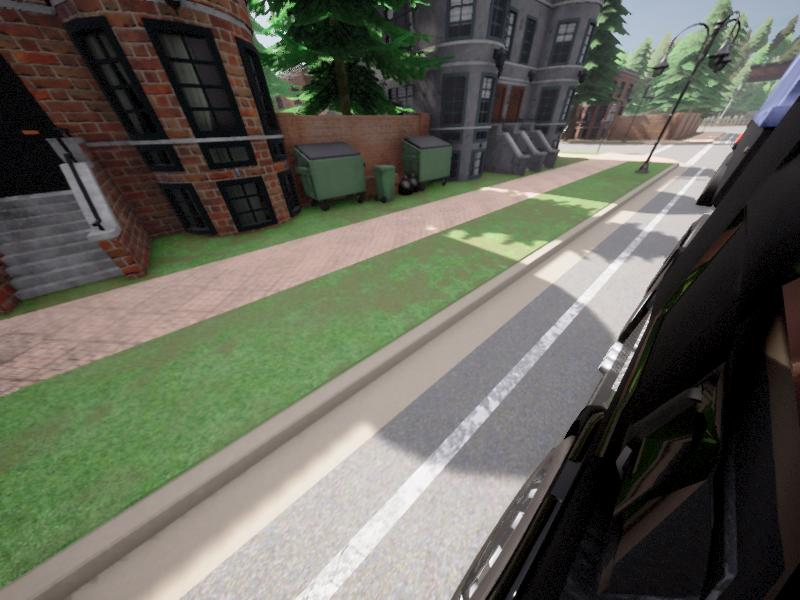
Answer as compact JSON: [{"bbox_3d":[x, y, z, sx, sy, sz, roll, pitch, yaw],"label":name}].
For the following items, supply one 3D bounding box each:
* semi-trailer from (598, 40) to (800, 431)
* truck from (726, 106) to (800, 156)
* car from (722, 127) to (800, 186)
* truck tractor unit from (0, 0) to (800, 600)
[{"bbox_3d":[8.698,-3.584,4.258,14.254,4.402,2.717,-28,44,-30],"label":"semi-trailer"},{"bbox_3d":[25.646,-11.696,15.927,5.204,2.467,2.627,-28,43,-30],"label":"truck"},{"bbox_3d":[16.106,-6.328,9.913,5.238,1.638,1.930,-28,43,-30],"label":"car"},{"bbox_3d":[2.645,-0.295,0.351,6.516,4.208,3.053,-28,44,-30],"label":"truck tractor unit"}]
